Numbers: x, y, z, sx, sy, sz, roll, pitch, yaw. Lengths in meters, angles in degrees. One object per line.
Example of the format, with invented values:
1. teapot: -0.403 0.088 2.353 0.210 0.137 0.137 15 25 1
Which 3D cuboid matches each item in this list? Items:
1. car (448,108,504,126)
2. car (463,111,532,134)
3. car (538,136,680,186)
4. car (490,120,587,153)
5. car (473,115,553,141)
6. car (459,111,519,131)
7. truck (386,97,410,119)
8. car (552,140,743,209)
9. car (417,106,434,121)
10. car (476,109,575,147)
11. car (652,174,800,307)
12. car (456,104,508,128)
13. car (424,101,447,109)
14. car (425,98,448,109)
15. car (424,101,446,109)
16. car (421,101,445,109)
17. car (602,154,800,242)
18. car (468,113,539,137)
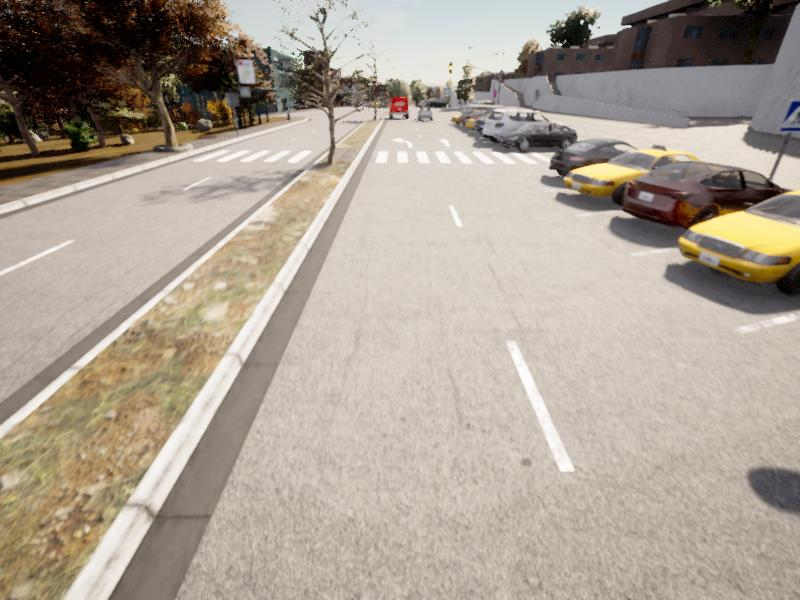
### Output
1. car: 7.945 -19.244 42.057 5.366 1.575 1.946 -8 29 -18
2. car: 8.283 -15.201 34.224 5.366 1.575 1.946 -8 29 -18
3. car: 8.086 -5.527 15.653 4.674 1.452 2.002 -8 29 -18
4. car: 8.109 -9.689 23.566 4.892 1.521 2.231 -8 29 -18
5. car: 8.110 -12.434 28.863 5.008 1.535 2.097 -8 29 -18
6. car: 8.137 -16.516 36.842 4.792 1.488 2.163 -8 29 -18
7. truck: -0.305 -25.469 52.977 2.627 2.467 5.204 -2 27 -6
8. car: 7.915 -4.157 12.929 5.366 1.575 1.946 -9 29 -18
9. car: 3.055 -22.929 49.132 1.845 1.501 3.633 0 27 0
10. car: 8.133 -11.295 26.114 5.566 2.045 2.435 -8 29 -18
11. car: 7.909 -1.389 7.644 5.366 1.575 1.946 -9 29 -18
12. car: 8.010 -18.086 39.326 4.442 1.987 1.878 -8 29 -18
13. car: 8.160 -44.529 91.268 4.674 1.452 2.002 -8 27 -18
14. car: 8.058 -43.449 88.431 4.442 1.987 1.878 -8 28 -18
15. car: 8.169 -45.829 93.943 4.674 1.452 2.002 -8 28 -18
16. car: 7.996 -47.144 96.544 5.366 1.575 1.946 -8 28 -18
17. car: 8.112 -2.777 10.373 4.792 1.488 2.163 -9 29 -18
18. car: 8.100 -13.803 31.516 4.892 1.521 2.231 -8 29 -18
